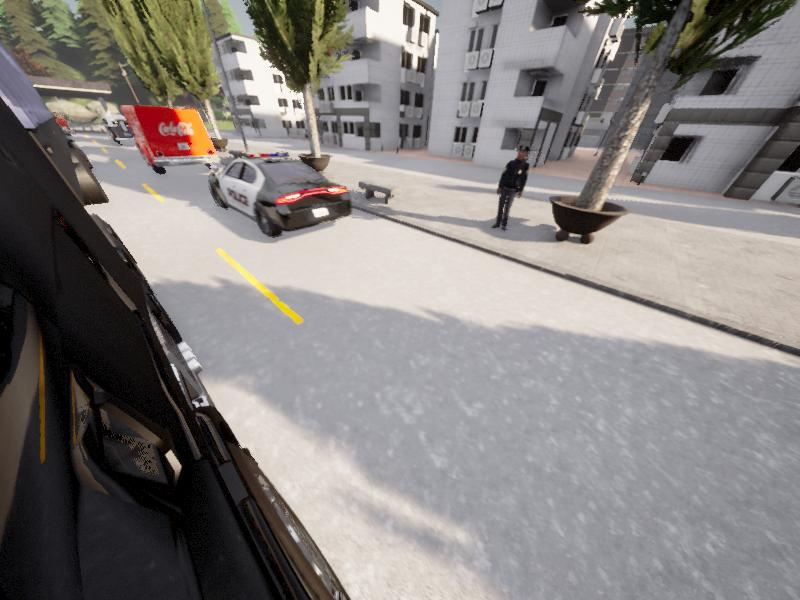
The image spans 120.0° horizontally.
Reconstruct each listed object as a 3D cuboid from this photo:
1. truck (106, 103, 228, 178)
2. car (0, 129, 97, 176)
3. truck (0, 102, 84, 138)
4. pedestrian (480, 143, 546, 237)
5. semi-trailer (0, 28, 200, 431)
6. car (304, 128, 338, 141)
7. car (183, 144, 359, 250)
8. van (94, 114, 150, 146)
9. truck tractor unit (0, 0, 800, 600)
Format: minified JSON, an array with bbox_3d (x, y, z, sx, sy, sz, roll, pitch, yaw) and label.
[{"bbox_3d":[-11.353,-7.869,11.322,5.204,2.467,2.627,29,44,31],"label":"truck"},{"bbox_3d":[-16.122,-6.884,10.622,4.181,1.385,1.994,29,44,30],"label":"car"},{"bbox_3d":[-36.257,-17.963,23.134,5.204,2.467,2.627,10,35,9],"label":"truck"},{"bbox_3d":[2.637,-2.606,5.524,0.751,1.860,0.751,23,41,25],"label":"pedestrian"},{"bbox_3d":[-8.627,-3.661,4.284,14.254,4.402,2.717,29,44,30],"label":"semi-trailer"},{"bbox_3d":[-12.975,-27.055,37.843,4.974,1.542,2.038,-10,39,-16],"label":"car"},{"bbox_3d":[-3.597,-3.152,6.333,4.974,1.542,2.038,29,44,31],"label":"car"},{"bbox_3d":[-24.271,-14.906,20.207,4.480,2.038,2.069,29,44,31],"label":"van"},{"bbox_3d":[-2.645,-0.295,0.351,6.516,4.208,3.053,28,44,30],"label":"truck tractor unit"}]
